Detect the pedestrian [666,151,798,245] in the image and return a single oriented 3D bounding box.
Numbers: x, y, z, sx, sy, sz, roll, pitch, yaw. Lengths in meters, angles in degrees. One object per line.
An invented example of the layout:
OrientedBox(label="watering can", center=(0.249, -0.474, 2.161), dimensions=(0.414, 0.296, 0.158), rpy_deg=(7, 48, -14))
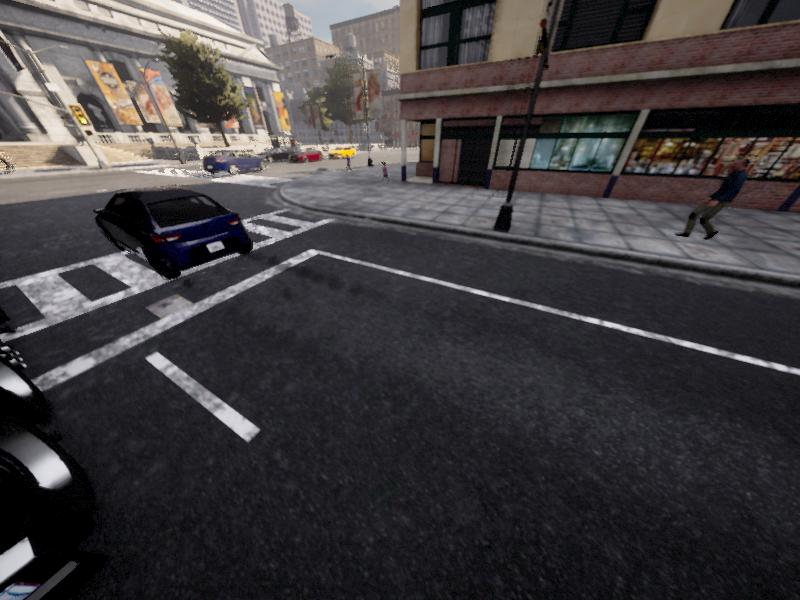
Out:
OrientedBox(label="pedestrian", center=(7.483, -2.355, 5.386), dimensions=(0.751, 1.860, 0.751), rpy_deg=(14, 37, 19))

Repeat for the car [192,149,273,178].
OrientedBox(label="car", center=(-13.399, -11.340, 18.983), dimensions=(2.152, 1.651, 5.027), rpy_deg=(8, 36, 13))

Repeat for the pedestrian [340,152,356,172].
OrientedBox(label="pedestrian", center=(-4.032, -10.802, 18.107), dimensions=(0.751, 1.300, 0.751), rpy_deg=(20, 40, 27))

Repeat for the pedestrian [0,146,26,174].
OrientedBox(label="pedestrian", center=(-30.618, -10.843, 17.894), dimensions=(0.751, 1.860, 0.751), rpy_deg=(11, 36, 16))

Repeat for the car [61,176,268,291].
OrientedBox(label="car", center=(-5.454, -1.845, 5.405), dimensions=(4.193, 1.474, 1.816), rpy_deg=(19, 39, 25))

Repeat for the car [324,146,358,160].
OrientedBox(label="car", center=(-8.344, -21.274, 33.290), dimensions=(1.882, 1.535, 5.008), rpy_deg=(16, 38, 22))

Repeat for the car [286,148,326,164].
OrientedBox(label="car", center=(-11.471, -17.766, 28.424), dimensions=(1.994, 1.385, 4.181), rpy_deg=(16, 38, 23))

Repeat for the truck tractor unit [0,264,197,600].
OrientedBox(label="truck tractor unit", center=(-5.110, -0.302, 0.778), dimensions=(6.516, 4.208, 3.053), rpy_deg=(18, 39, 24))

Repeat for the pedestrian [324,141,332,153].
OrientedBox(label="pedestrian", center=(-13.432, -28.389, 42.964), dimensions=(0.751, 1.860, 0.751), rpy_deg=(17, 38, 23))

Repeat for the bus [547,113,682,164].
OrientedBox(label="bus", center=(23.680, -18.694, 26.945), dimensions=(10.273, 4.253, 3.944), rpy_deg=(17, 38, 23))

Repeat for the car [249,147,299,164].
OrientedBox(label="car", center=(-15.356, -17.896, 28.517), dimensions=(2.128, 1.511, 4.902), rpy_deg=(17, 38, 23))

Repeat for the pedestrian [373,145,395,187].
OrientedBox(label="pedestrian", center=(-0.833, -7.131, 12.317), dimensions=(0.751, 1.860, 0.751), rpy_deg=(22, 40, 28))
